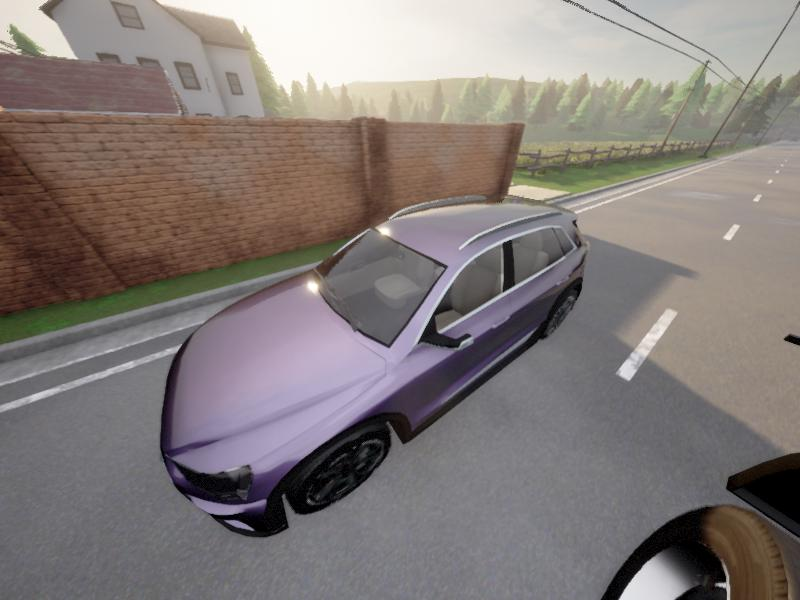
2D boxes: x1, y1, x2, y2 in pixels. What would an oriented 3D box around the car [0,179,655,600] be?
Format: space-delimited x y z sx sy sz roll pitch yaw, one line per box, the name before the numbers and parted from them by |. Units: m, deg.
car | 0.351 -0.128 2.667 4.856 1.649 2.033 -22 41 -28
